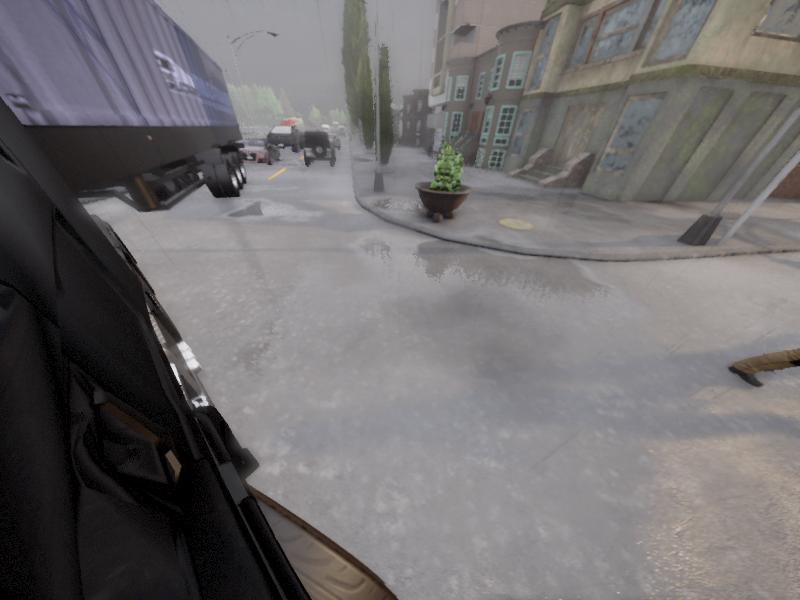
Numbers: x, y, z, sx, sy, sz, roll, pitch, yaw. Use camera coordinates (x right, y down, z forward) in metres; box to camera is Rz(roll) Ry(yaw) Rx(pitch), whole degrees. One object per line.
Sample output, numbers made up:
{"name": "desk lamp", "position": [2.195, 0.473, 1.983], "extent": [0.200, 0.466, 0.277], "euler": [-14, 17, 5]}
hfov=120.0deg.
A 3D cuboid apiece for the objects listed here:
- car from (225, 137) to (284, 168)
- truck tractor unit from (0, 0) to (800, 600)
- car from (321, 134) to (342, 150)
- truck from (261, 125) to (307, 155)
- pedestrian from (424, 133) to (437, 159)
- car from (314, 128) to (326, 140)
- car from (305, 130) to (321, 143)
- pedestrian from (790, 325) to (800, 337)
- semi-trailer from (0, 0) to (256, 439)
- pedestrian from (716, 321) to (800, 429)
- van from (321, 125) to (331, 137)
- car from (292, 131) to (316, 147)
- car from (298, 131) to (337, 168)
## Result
{"name": "car", "position": [-9.417, -9.906, 15.396], "extent": [1.994, 1.385, 4.181], "euler": [-5, 37, -10]}
{"name": "truck tractor unit", "position": [-2.645, -0.295, 0.351], "extent": [6.516, 4.208, 3.053], "euler": [28, 44, 30]}
{"name": "car", "position": [-8.145, -19.073, 27.827], "extent": [1.970, 1.475, 3.806], "euler": [-5, 37, -9]}
{"name": "truck", "position": [-11.126, -15.880, 22.802], "extent": [2.390, 2.098, 6.274], "euler": [-5, 37, -9]}
{"name": "pedestrian", "position": [2.748, -13.772, 20.720], "extent": [0.751, 1.860, 0.751], "euler": [-7, 37, -12]}
{"name": "car", "position": [-17.262, -36.022, 49.983], "extent": [1.932, 1.855, 4.605], "euler": [-5, 39, -10]}
{"name": "car", "position": [-15.024, -28.510, 40.172], "extent": [1.801, 1.575, 5.366], "euler": [-5, 37, -9]}
{"name": "pedestrian", "position": [5.935, -0.056, 2.423], "extent": [0.751, 1.860, 0.751], "euler": [3, 36, 1]}
{"name": "semi-trailer", "position": [-6.394, -4.514, 5.668], "extent": [2.717, 4.402, 14.254], "euler": [-12, 39, -19]}
{"name": "pedestrian", "position": [4.034, 0.278, 1.864], "extent": [0.751, 1.860, 0.751], "euler": [-13, 39, -20]}
{"name": "van", "position": [-20.647, -47.506, 64.810], "extent": [1.988, 2.561, 5.915], "euler": [-5, 37, -9]}
{"name": "car", "position": [-13.132, -22.232, 31.809], "extent": [2.128, 1.511, 4.902], "euler": [-5, 37, -9]}
{"name": "car", "position": [-5.440, -10.362, 15.799], "extent": [1.905, 1.878, 3.866], "euler": [-5, 37, -9]}
